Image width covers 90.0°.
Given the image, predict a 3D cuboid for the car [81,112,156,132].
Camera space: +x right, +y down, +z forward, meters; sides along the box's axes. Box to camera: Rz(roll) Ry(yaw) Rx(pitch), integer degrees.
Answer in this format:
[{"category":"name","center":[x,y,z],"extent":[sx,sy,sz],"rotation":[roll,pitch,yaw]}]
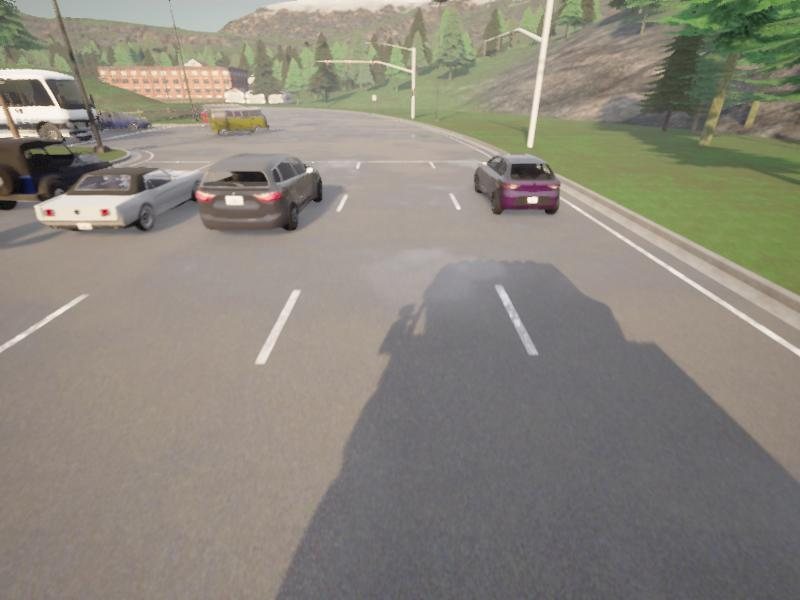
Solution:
[{"category":"car","center":[-24.720,-15.768,35.343],"extent":[4.792,1.488,2.163],"rotation":[-1,27,-2]}]

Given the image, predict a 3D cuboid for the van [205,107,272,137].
[{"category":"van","center":[-12.796,-14.240,31.897],"extent":[4.442,1.987,1.775],"rotation":[-16,32,-28]}]

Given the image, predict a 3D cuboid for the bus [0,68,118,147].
[{"category":"bus","center":[-25.039,-12.200,25.428],"extent":[10.273,4.253,3.944],"rotation":[-1,27,-1]}]

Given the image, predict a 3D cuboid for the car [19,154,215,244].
[{"category":"car","center":[-7.033,-2.916,10.765],"extent":[1.895,1.301,4.718],"rotation":[0,27,0]}]

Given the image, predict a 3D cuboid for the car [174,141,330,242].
[{"category":"car","center":[-3.550,-3.153,10.829],"extent":[2.242,1.667,4.611],"rotation":[1,27,2]}]

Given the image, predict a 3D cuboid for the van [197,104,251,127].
[{"category":"van","center":[-18.004,-19.014,41.104],"extent":[4.442,1.987,1.775],"rotation":[-24,36,-38]}]

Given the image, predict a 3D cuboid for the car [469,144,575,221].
[{"category":"car","center":[3.431,-3.715,12.163],"extent":[1.816,1.474,4.193],"rotation":[0,27,-1]}]

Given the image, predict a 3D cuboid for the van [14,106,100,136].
[{"category":"van","center":[-27.276,-14.370,32.015],"extent":[4.480,2.038,2.069],"rotation":[0,28,-1]}]

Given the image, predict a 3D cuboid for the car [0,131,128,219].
[{"category":"car","center":[-10.560,-3.907,12.015],"extent":[1.905,1.878,3.866],"rotation":[0,27,-1]}]
